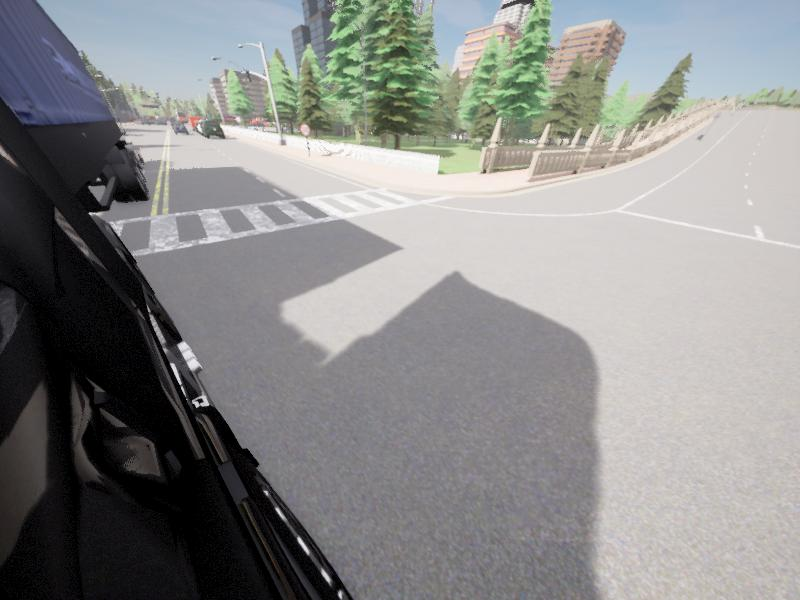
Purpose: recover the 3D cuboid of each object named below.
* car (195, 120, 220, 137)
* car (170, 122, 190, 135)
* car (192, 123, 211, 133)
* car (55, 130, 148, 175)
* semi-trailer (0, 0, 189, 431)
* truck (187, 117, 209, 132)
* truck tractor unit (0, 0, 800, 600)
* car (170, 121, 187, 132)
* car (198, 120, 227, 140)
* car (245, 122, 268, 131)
[{"bbox_3d":[-31.200,-27.808,37.400,2.150,2.045,5.566,-23,44,-31],"label":"car"},{"bbox_3d":[-35.408,-27.568,37.201,1.789,1.549,3.705,-23,44,-31],"label":"car"},{"bbox_3d":[-39.683,-34.323,46.094,2.163,1.488,4.792,-23,44,-31],"label":"car"},{"bbox_3d":[-14.367,-7.399,11.461,1.970,1.475,3.806,-23,44,-31],"label":"car"},{"bbox_3d":[-8.115,-3.940,4.738,2.717,4.402,14.254,-27,46,-34],"label":"semi-trailer"},{"bbox_3d":[-43.583,-37.840,49.747,2.627,2.467,5.204,-23,44,-31],"label":"truck"},{"bbox_3d":[-2.645,-0.295,0.351,6.516,4.208,3.053,28,44,30],"label":"truck tractor unit"},{"bbox_3d":[-43.586,-34.085,45.423,1.801,1.575,5.366,-23,44,-31],"label":"car"},{"bbox_3d":[-26.706,-24.238,32.883,2.150,2.045,5.566,-24,44,-31],"label":"car"},{"bbox_3d":[-44.982,-54.501,72.511,5.566,2.045,2.150,-25,44,-32],"label":"car"}]
